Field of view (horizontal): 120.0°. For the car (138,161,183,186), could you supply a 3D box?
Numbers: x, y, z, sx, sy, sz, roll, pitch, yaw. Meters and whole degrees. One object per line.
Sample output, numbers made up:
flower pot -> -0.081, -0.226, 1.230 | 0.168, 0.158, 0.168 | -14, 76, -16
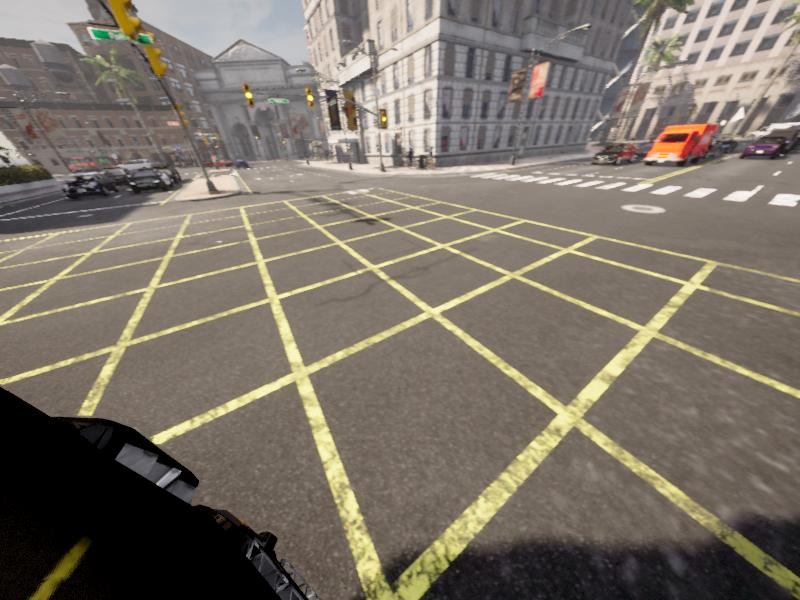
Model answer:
car -> -23.545, -12.647, 22.947 | 1.932, 1.855, 4.605 | -22, 38, -26

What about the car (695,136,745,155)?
car -> 33.172, -16.013, 23.944 | 4.181, 1.385, 1.994 | -21, 38, -24

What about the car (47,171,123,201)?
car -> -23.158, -8.597, 17.239 | 1.970, 1.475, 3.806 | -22, 38, -26

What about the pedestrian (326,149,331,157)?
pedestrian -> -21.550, -44.086, 69.363 | 0.751, 1.860, 0.751 | 2, 34, 7

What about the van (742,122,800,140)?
van -> 69.835, -31.296, 42.876 | 2.351, 2.431, 6.366 | -21, 38, -25

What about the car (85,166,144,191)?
car -> -26.807, -11.654, 21.938 | 1.930, 1.638, 5.238 | -22, 38, -26

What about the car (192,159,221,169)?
car -> -39.591, -27.939, 47.368 | 4.193, 1.474, 1.816 | -21, 38, -25

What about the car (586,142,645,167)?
car -> 18.498, -12.542, 19.815 | 4.892, 1.490, 1.837 | -22, 38, -26

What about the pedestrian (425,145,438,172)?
pedestrian -> 2.640, -11.982, 19.587 | 0.751, 1.860, 0.751 | 19, 40, 30

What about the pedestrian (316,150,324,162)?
pedestrian -> -15.181, -27.201, 43.686 | 0.751, 1.860, 0.751 | -26, 40, -31

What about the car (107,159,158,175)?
car -> -48.899, -24.497, 42.472 | 5.566, 2.045, 2.150 | -21, 38, -25

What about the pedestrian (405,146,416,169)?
pedestrian -> 1.015, -13.827, 22.466 | 0.751, 1.860, 0.751 | -19, 37, -23

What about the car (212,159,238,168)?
car -> -34.005, -26.389, 44.785 | 4.718, 1.301, 1.895 | 16, 38, 26

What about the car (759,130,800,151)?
car -> 39.838, -16.474, 23.861 | 5.238, 1.638, 1.930 | -21, 38, -25

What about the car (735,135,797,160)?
car -> 29.150, -12.146, 18.402 | 4.193, 1.474, 1.816 | -22, 38, -26

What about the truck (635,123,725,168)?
truck -> 20.969, -11.623, 17.374 | 5.204, 2.467, 2.627 | -22, 38, -26

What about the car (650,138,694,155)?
car -> 30.894, -17.442, 26.255 | 4.181, 1.385, 1.994 | -22, 38, -26

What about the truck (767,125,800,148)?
truck -> 46.701, -19.379, 27.239 | 6.274, 2.098, 2.390 | -21, 38, -25

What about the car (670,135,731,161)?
car -> 26.898, -13.653, 20.677 | 5.238, 1.638, 1.930 | -22, 38, -26

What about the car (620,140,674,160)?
car -> 24.630, -14.971, 23.043 | 5.357, 1.411, 2.033 | -22, 38, -26

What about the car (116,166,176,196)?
car -> -20.135, -9.708, 18.608 | 2.038, 1.542, 4.974 | -22, 38, -26

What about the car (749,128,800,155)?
car -> 34.132, -14.297, 20.840 | 3.866, 1.878, 1.905 | -22, 38, -25

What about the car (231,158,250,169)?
car -> -28.266, -24.110, 40.803 | 1.812, 1.442, 4.674 | -26, 40, -30

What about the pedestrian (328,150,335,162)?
pedestrian -> -12.121, -25.456, 40.842 | 0.751, 1.860, 0.751 | -18, 37, -21
